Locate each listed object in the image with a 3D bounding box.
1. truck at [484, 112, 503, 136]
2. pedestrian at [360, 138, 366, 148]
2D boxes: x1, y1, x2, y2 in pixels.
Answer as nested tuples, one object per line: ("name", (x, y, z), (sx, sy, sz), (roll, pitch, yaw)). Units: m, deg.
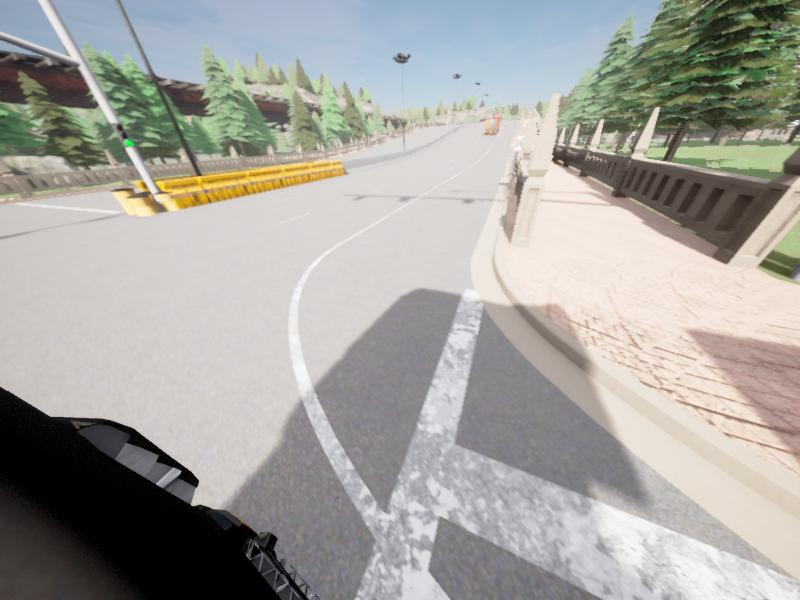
("truck", (22.479, -42.384, 55.459), (2.891, 3.827, 8.468), (11, 43, 20))
("pedestrian", (-8.999, -38.128, 56.039), (0.751, 1.860, 0.751), (11, 36, 20))
